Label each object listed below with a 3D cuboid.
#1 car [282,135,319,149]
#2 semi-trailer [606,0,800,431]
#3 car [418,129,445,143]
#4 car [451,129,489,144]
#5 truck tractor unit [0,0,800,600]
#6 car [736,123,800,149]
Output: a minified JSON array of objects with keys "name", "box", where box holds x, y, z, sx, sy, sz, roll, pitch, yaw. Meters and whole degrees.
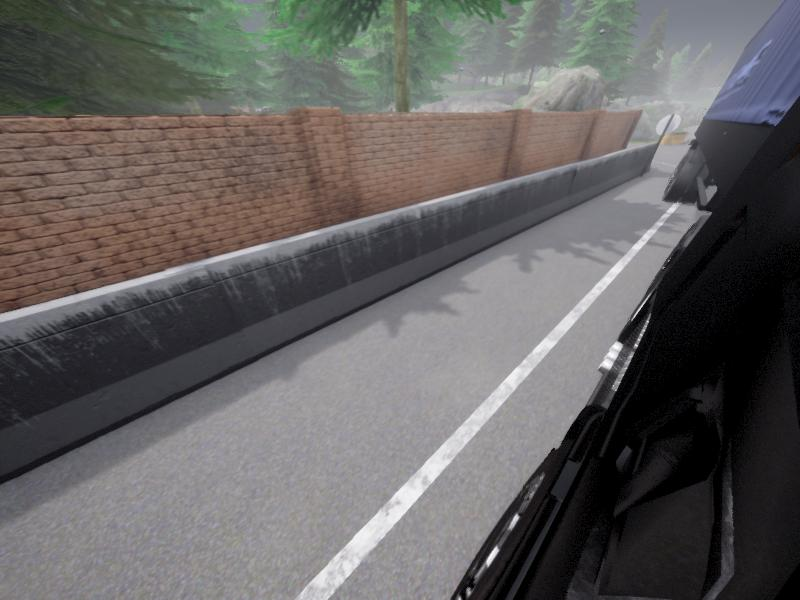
[{"name":"car","box":[-16.293,-26.034,38.055,4.856,1.649,2.033,-27,43,-29]},{"name":"semi-trailer","box":[8.295,-3.848,4.595,2.717,4.402,14.254,29,47,35]},{"name":"car","box":[4.542,-23.915,33.730,1.789,1.549,3.705,-27,43,-29]},{"name":"car","box":[8.843,-20.758,29.400,1.994,1.385,4.181,-27,43,-29]},{"name":"truck tractor unit","box":[2.645,-0.295,0.352,6.516,4.208,3.053,-28,44,-30]},{"name":"car","box":[28.286,-12.582,17.666,4.718,1.301,1.895,-23,41,-25]}]
